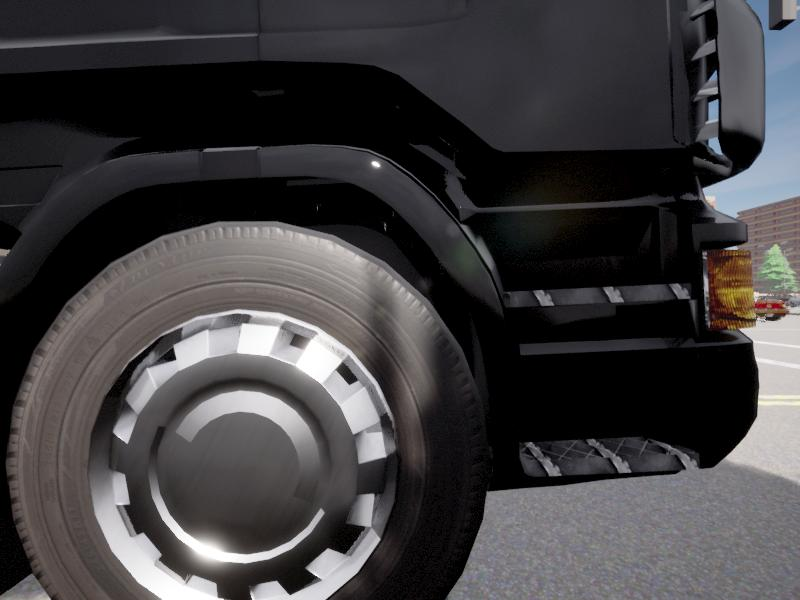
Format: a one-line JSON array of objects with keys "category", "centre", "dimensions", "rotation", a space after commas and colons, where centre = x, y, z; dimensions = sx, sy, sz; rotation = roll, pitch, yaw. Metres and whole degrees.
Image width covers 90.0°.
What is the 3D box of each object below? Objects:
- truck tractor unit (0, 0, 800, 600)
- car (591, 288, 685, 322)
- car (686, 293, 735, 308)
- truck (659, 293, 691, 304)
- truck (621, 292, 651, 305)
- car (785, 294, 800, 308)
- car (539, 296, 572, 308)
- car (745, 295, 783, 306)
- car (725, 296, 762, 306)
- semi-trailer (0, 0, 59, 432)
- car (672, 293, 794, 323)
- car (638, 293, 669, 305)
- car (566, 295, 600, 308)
[{"category": "truck tractor unit", "centre": [-2.245, -1.114, 2.198], "dimensions": [6.516, 4.208, 3.053], "rotation": [0, 0, 0]}, {"category": "car", "centre": [12.204, 0.226, 20.997], "dimensions": [2.038, 1.542, 4.974], "rotation": [0, 0, 1]}, {"category": "car", "centre": [36.762, 0.067, 47.496], "dimensions": [2.242, 1.667, 4.611], "rotation": [0, 0, 0]}, {"category": "truck", "centre": [60.781, -0.301, 88.519], "dimensions": [5.204, 2.467, 2.627], "rotation": [0, 0, 0]}, {"category": "truck", "centre": [36.761, -0.198, 62.541], "dimensions": [2.069, 2.038, 4.478], "rotation": [0, 0, 0]}, {"category": "car", "centre": [42.382, 0.139, 41.054], "dimensions": [1.970, 1.475, 3.806], "rotation": [0, 0, 0]}, {"category": "car", "centre": [19.150, 0.251, 49.516], "dimensions": [2.163, 1.488, 4.792], "rotation": [0, 0, 0]}, {"category": "car", "centre": [51.061, 0.107, 56.146], "dimensions": [1.784, 1.438, 3.905], "rotation": [0, 0, 0]}, {"category": "car", "centre": [48.166, 0.139, 56.150], "dimensions": [1.970, 1.475, 3.806], "rotation": [0, 0, 0]}, {"category": "semi-trailer", "centre": [-10.158, -1.217, 2.192], "dimensions": [14.254, 4.402, 2.717], "rotation": [0, 0, 0]}, {"category": "car", "centre": [15.784, 0.344, 19.374], "dimensions": [1.895, 1.301, 4.718], "rotation": [0, 0, -2]}, {"category": "car", "centre": [39.656, -0.103, 62.608], "dimensions": [1.932, 1.855, 4.605], "rotation": [0, 0, 0]}, {"category": "car", "centre": [22.651, 0.223, 49.711], "dimensions": [1.882, 1.535, 5.008], "rotation": [0, 0, 0]}]
